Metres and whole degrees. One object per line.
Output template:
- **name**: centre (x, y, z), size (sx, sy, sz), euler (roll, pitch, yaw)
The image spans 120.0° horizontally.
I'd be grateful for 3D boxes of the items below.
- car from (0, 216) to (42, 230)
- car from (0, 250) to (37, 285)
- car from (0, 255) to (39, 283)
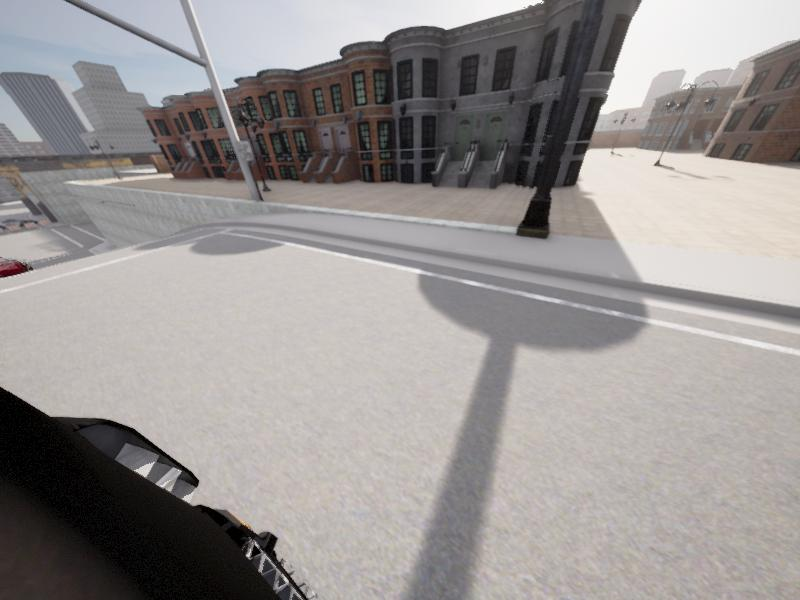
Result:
- **car**: centre (-76.338, -15.317, 45.959), size (4.974, 1.542, 2.038), euler (-20, 37, -24)
- **car**: centre (-22.364, -1.601, 12.713), size (4.181, 1.385, 1.994), euler (3, 32, 34)
- **car**: centre (-39.300, -3.233, 23.535), size (4.605, 1.855, 1.932), euler (9, 34, 31)
